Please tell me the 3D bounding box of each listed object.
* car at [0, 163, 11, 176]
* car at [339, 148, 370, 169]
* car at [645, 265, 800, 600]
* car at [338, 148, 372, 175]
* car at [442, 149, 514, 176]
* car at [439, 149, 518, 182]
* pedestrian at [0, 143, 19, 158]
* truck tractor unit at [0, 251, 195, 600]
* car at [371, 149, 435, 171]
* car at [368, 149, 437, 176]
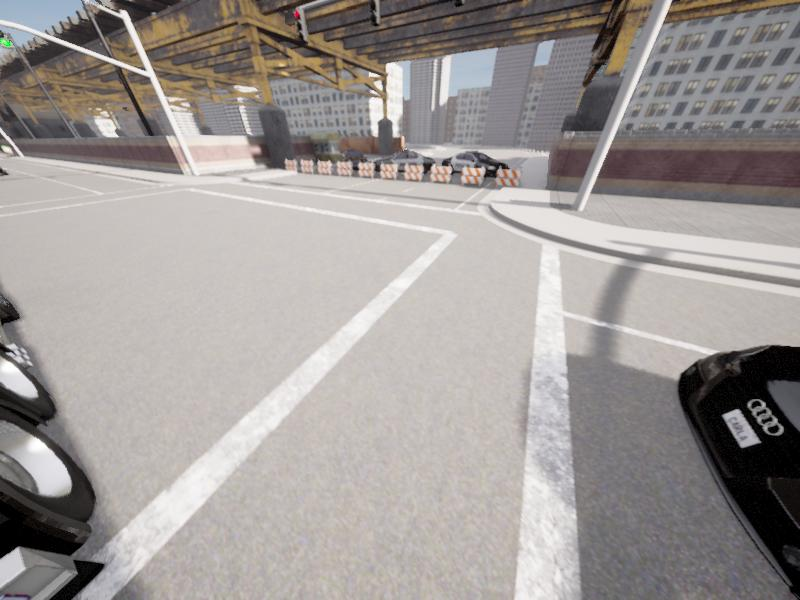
[{"bbox_3d":[-34.354,-10.975,18.785,4.674,1.442,1.812,18,39,24],"label":"car"},{"bbox_3d":[-3.928,-11.991,19.486,1.853,1.218,4.536,-10,36,-14],"label":"car"},{"bbox_3d":[4.256,1.356,0.803,4.181,1.385,1.994,18,39,24],"label":"car"},{"bbox_3d":[-3.912,-11.834,19.536,2.038,1.542,4.974,-10,36,-14],"label":"car"},{"bbox_3d":[5.138,-9.623,16.001,1.853,1.218,4.536,-20,39,-26],"label":"car"},{"bbox_3d":[5.167,-9.469,16.055,2.038,1.542,4.974,-20,39,-26],"label":"car"},{"bbox_3d":[-61.973,-23.678,36.569,0.751,1.860,0.751,16,38,22],"label":"pedestrian"},{"bbox_3d":[-5.090,-0.321,0.807,6.516,4.208,3.053,19,40,25],"label":"truck tractor unit"},{"bbox_3d":[0.156,-10.694,17.587,4.536,1.218,1.853,-4,35,-6],"label":"car"},{"bbox_3d":[0.106,-10.561,17.673,4.974,1.542,2.038,-4,35,-6],"label":"car"}]
